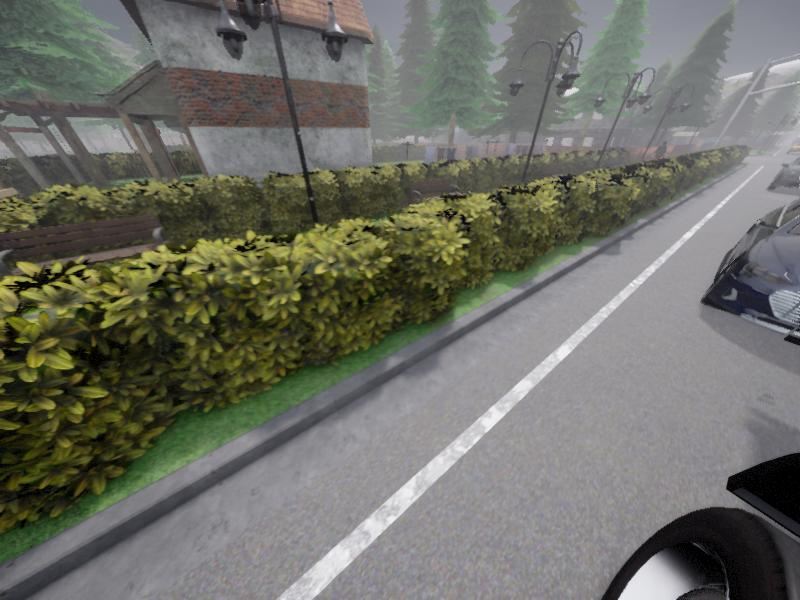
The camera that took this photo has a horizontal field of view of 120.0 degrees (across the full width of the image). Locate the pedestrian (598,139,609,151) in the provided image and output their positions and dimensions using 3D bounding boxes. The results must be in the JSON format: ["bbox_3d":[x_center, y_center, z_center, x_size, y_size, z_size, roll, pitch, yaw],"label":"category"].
[{"bbox_3d":[38.699,-29.591,44.024,0.751,1.860,0.751,-23,41,-29],"label":"pedestrian"}]

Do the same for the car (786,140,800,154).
[{"bbox_3d":[58.775,-22.352,33.763,5.366,1.575,1.801,-23,41,-28],"label":"car"}]

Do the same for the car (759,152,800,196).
[{"bbox_3d":[20.181,-6.238,11.320,4.902,1.511,2.128,-23,41,-28],"label":"car"}]

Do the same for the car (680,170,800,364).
[{"bbox_3d":[6.820,-0.737,3.497,4.856,1.649,2.033,-23,41,-28],"label":"car"}]

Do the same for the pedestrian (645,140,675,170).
[{"bbox_3d":[19.415,-10.884,17.316,0.751,1.860,0.751,24,42,31],"label":"pedestrian"}]

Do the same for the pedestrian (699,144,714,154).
[{"bbox_3d":[45.734,-22.557,34.472,0.751,1.300,0.751,-19,39,-25],"label":"pedestrian"}]
